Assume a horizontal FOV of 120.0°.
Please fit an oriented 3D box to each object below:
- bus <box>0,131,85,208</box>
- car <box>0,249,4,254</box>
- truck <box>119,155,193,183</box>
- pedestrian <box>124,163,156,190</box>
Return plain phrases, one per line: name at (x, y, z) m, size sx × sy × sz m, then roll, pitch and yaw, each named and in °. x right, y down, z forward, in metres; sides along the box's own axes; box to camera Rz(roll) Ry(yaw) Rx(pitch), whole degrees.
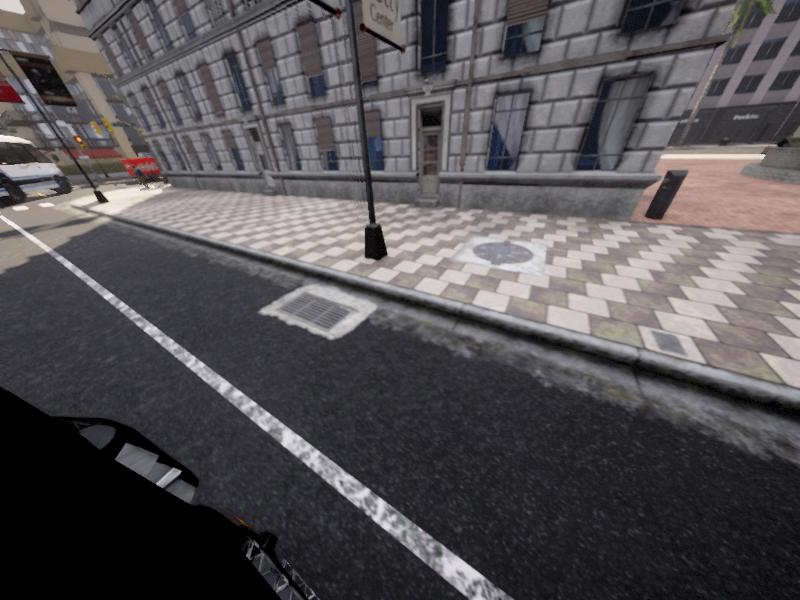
bus at (-29.370, -9.163, 16.251) m, size 3.944 × 4.253 × 10.273 m, roll -21°, pitch 37°, yaw -22°
car at (-14.811, -2.196, 6.966) m, size 4.856 × 1.649 × 2.033 m, roll 16°, pitch 38°, yaw 26°
truck at (-29.819, -16.168, 28.481) m, size 2.627 × 2.467 × 5.204 m, roll 16°, pitch 39°, yaw 26°
pedestrian at (-21.166, -10.083, 18.834) m, size 0.751 × 1.860 × 0.751 m, roll 4°, pitch 34°, yaw 10°
